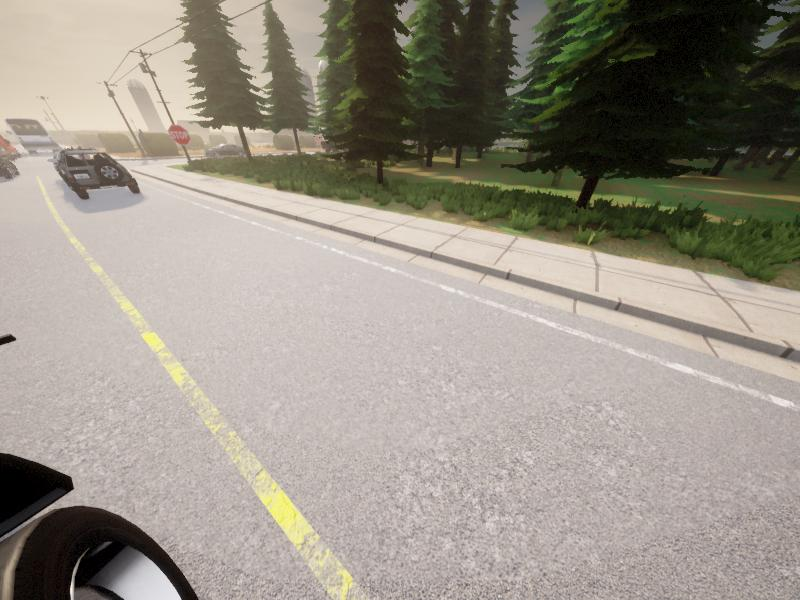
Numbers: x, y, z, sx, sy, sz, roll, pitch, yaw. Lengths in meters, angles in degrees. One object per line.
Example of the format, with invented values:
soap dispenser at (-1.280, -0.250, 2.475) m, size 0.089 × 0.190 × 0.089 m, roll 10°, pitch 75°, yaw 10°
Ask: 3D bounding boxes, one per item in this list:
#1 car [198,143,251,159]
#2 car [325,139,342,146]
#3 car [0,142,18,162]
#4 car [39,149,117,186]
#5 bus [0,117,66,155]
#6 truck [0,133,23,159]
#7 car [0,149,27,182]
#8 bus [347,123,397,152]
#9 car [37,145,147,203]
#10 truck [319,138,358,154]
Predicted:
car at (-22.850, -19.552, 30.248) m, size 2.128 × 1.511 × 4.902 m, roll 21°, pitch 40°, yaw 27°
car at (-20.735, -49.167, 72.020) m, size 4.553 × 1.767 × 2.097 m, roll 21°, pitch 40°, yaw 26°
car at (-42.942, -15.730, 24.539) m, size 3.988 × 1.617 × 1.851 m, roll 23°, pitch 41°, yaw 29°
car at (-19.327, -8.062, 13.887) m, size 4.514 × 1.525 × 2.007 m, roll 25°, pitch 42°, yaw 31°
bus at (-56.818, -25.252, 35.657) m, size 10.273 × 4.253 × 3.944 m, roll 23°, pitch 41°, yaw 29°
truck at (-48.471, -18.479, 27.655) m, size 5.204 × 2.467 × 2.627 m, roll 23°, pitch 41°, yaw 29°
car at (-25.532, -8.214, 14.076) m, size 4.902 × 1.511 × 2.128 m, roll 27°, pitch 43°, yaw 33°
bus at (-5.177, -32.263, 46.039) m, size 3.944 × 4.253 × 10.273 m, roll 21°, pitch 40°, yaw 27°
car at (-14.101, -5.926, 10.585) m, size 4.605 × 1.855 × 1.932 m, roll 23°, pitch 41°, yaw 29°
truck at (-10.478, -26.738, 40.028) m, size 2.390 × 2.098 × 6.274 m, roll 21°, pitch 40°, yaw 27°
